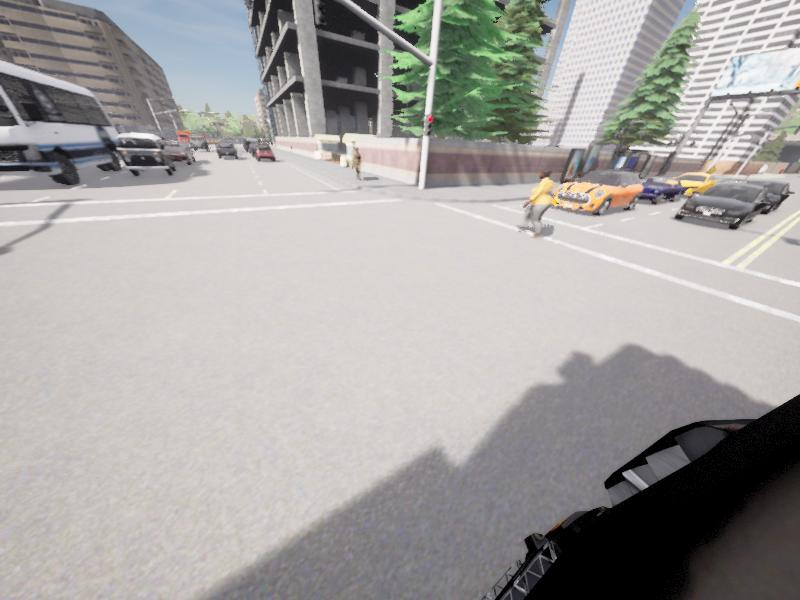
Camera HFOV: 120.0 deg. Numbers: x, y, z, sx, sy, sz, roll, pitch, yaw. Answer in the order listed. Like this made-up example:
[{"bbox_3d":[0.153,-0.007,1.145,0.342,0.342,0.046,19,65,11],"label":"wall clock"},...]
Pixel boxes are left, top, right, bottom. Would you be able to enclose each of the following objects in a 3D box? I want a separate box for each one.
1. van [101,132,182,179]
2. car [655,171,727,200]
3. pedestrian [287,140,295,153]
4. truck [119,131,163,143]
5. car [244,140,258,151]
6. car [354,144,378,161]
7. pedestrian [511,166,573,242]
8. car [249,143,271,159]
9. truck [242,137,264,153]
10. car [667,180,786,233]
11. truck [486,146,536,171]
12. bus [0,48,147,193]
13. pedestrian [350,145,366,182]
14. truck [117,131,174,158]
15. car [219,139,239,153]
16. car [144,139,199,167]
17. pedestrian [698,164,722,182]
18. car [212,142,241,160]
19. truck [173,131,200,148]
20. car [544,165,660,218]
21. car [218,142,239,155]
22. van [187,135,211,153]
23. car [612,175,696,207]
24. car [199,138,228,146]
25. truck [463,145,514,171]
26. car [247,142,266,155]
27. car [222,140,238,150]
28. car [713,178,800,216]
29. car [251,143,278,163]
[{"bbox_3d":[-14.941,-8.658,13.731,2.069,2.038,4.480,-19,40,-30],"label":"van"},{"bbox_3d":[21.562,-8.558,17.098,5.008,1.535,1.882,-16,38,-26],"label":"car"},{"bbox_3d":[-19.044,-26.866,40.435,0.751,1.860,0.751,-16,38,-26],"label":"pedestrian"},{"bbox_3d":[-61.569,-38.919,55.172,6.274,2.098,2.390,-16,38,-26],"label":"truck"},{"bbox_3d":[-30.146,-31.288,46.645,1.930,1.638,5.238,-16,38,-26],"label":"car"},{"bbox_3d":[-4.859,-20.910,32.739,1.905,1.878,3.866,-16,38,-26],"label":"car"},{"bbox_3d":[4.033,-2.774,6.685,0.751,1.860,0.751,-22,41,-32],"label":"pedestrian"},{"bbox_3d":[-18.280,-19.499,30.100,1.882,1.535,5.008,-16,38,-26],"label":"car"},{"bbox_3d":[-25.584,-26.975,40.165,2.390,2.098,6.274,-16,38,-26],"label":"truck"},{"bbox_3d":[14.265,-4.227,10.078,4.892,1.490,1.837,-16,38,-26],"label":"car"},{"bbox_3d":[14.843,-19.236,31.372,2.615,2.467,5.204,-16,38,-26],"label":"truck"},{"bbox_3d":[-17.328,-8.317,11.039,3.944,4.253,10.273,-16,38,-26],"label":"bus"},{"bbox_3d":[-2.521,-8.250,13.975,0.751,1.860,0.751,-8,35,-16],"label":"pedestrian"},{"bbox_3d":[-27.019,-16.829,24.899,2.390,2.098,6.274,-16,38,-26],"label":"truck"},{"bbox_3d":[-28.212,-25.509,38.191,2.152,1.651,5.027,-16,38,-26],"label":"car"},{"bbox_3d":[-18.797,-12.343,19.296,2.152,1.651,5.027,-16,38,-26],"label":"car"},{"bbox_3d":[37.544,-15.394,27.995,0.751,1.860,0.751,-13,37,-23],"label":"pedestrian"},{"bbox_3d":[-20.076,-17.413,26.863,2.128,1.511,4.902,-16,38,-26],"label":"car"},{"bbox_3d":[-41.481,-31.297,44.990,2.627,2.467,5.204,-16,38,-26],"label":"truck"},{"bbox_3d":[9.503,-5.251,10.950,4.553,1.767,2.097,-16,38,-26],"label":"car"},{"bbox_3d":[-24.576,-21.802,33.180,1.994,1.385,4.181,-16,38,-26],"label":"car"},{"bbox_3d":[-29.139,-22.733,33.641,1.775,1.987,4.442,-16,38,-26],"label":"van"},{"bbox_3d":[15.555,-6.760,14.143,4.718,1.301,1.895,-16,38,-26],"label":"car"},{"bbox_3d":[-47.567,-40.441,59.087,5.366,1.575,1.801,-16,38,-26],"label":"car"},{"bbox_3d":[11.113,-18.177,29.487,2.615,2.467,5.204,-16,38,-26],"label":"truck"},{"bbox_3d":[-21.685,-22.881,34.859,1.789,1.549,3.705,-16,38,-26],"label":"car"},{"bbox_3d":[-32.105,-29.320,43.651,2.007,1.525,4.514,-16,38,-26],"label":"car"},{"bbox_3d":[20.506,-5.995,13.224,4.892,1.490,1.837,-16,38,-26],"label":"car"},{"bbox_3d":[-14.947,-16.239,25.440,1.851,1.617,3.988,-16,38,-26],"label":"car"}]
